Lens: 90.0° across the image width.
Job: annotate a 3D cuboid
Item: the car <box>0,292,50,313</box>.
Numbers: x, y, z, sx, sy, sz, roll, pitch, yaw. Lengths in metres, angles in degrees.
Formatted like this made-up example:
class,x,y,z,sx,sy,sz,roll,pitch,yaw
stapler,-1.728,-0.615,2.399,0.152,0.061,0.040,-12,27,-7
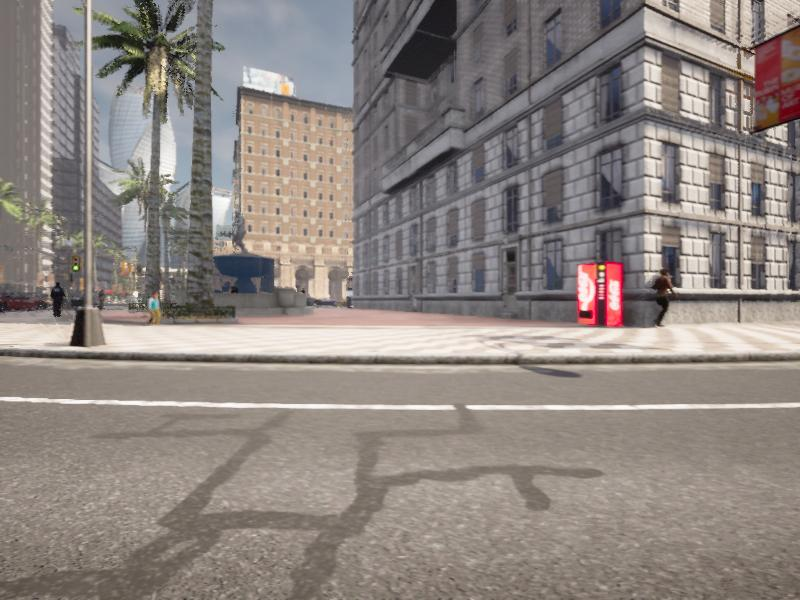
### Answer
class,x,y,z,sx,sy,sz,roll,pitch,yaw
car,-32.539,0.218,33.332,2.152,1.651,5.027,0,0,2

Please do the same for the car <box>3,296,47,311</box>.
class,x,y,z,sx,sy,sz,roll,pitch,yaw
car,-37.917,0.353,40.574,1.994,1.385,4.181,0,0,-23

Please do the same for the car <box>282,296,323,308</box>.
class,x,y,z,sx,sy,sz,roll,pitch,yaw
car,-13.407,0.226,54.904,5.238,1.638,1.930,0,0,-24

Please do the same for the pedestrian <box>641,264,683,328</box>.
class,x,y,z,sx,sy,sz,roll,pitch,yaw
pedestrian,7.926,-0.103,12.106,0.751,1.860,0.751,0,0,-17

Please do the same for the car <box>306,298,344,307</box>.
class,x,y,z,sx,sy,sz,roll,pitch,yaw
car,-11.201,0.354,59.670,5.357,1.411,2.033,0,0,-23

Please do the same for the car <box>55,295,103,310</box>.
class,x,y,z,sx,sy,sz,roll,pitch,yaw
car,-34.695,0.262,43.338,3.705,1.549,1.789,0,0,-5

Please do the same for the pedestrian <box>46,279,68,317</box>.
class,x,y,z,sx,sy,sz,roll,pitch,yaw
pedestrian,-17.493,-0.092,20.416,0.751,1.860,0.751,0,0,-35

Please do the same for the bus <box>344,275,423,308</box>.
class,x,y,z,sx,sy,sz,roll,pitch,yaw
bus,-2.308,-1.079,56.021,10.273,4.253,3.944,0,0,-23

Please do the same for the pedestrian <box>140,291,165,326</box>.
class,x,y,z,sx,sy,sz,roll,pitch,yaw
pedestrian,-7.979,0.280,12.908,0.500,1.100,0.500,0,0,19
